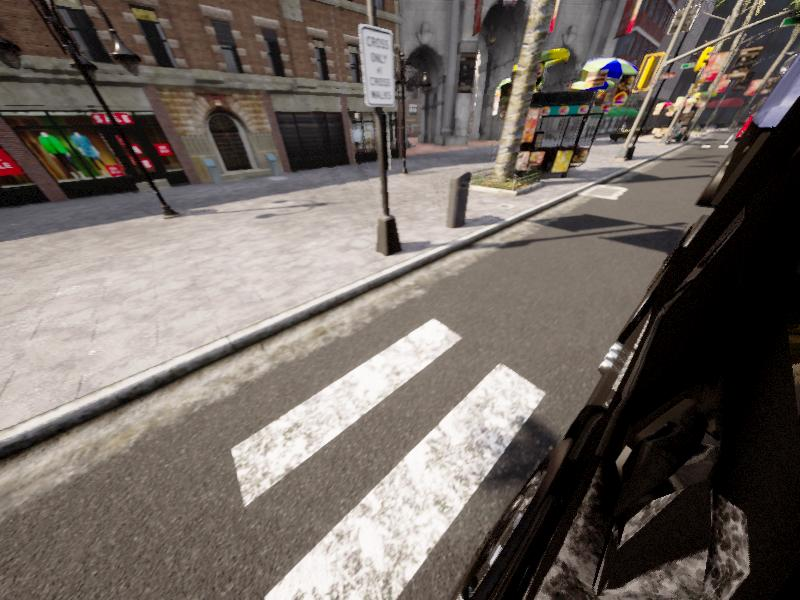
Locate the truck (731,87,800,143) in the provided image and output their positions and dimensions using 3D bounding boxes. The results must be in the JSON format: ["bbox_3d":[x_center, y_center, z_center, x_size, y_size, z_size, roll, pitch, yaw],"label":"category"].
[{"bbox_3d":[36.737,-18.125,22.812,8.468,3.827,2.891,-28,43,-30],"label":"truck"}]

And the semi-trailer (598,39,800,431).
[{"bbox_3d":[8.700,-3.580,4.262,14.254,4.402,2.717,-28,43,-30],"label":"semi-trailer"}]

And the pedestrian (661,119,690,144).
[{"bbox_3d":[25.957,-15.922,21.809,0.751,1.860,0.751,-6,37,-5],"label":"pedestrian"}]

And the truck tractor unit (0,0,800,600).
[{"bbox_3d":[2.645,-0.295,0.351,6.516,4.208,3.053,-28,44,-30],"label":"truck tractor unit"}]
